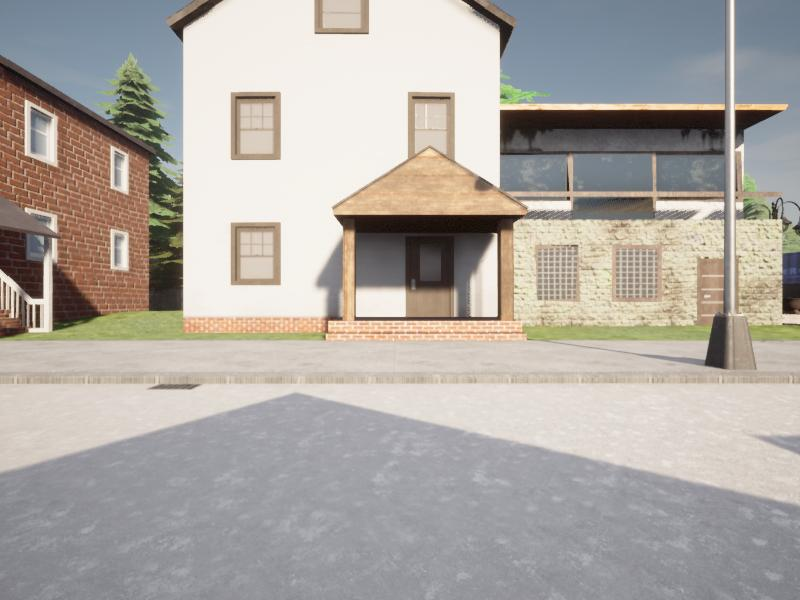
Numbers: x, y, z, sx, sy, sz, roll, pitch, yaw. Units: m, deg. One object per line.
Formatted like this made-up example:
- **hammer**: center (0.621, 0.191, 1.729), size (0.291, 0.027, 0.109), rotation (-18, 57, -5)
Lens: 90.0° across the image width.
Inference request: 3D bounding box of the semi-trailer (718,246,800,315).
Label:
- **semi-trailer**: center (26.915, -1.218, 24.910), size (2.717, 4.402, 14.254), rotation (0, 0, -1)
